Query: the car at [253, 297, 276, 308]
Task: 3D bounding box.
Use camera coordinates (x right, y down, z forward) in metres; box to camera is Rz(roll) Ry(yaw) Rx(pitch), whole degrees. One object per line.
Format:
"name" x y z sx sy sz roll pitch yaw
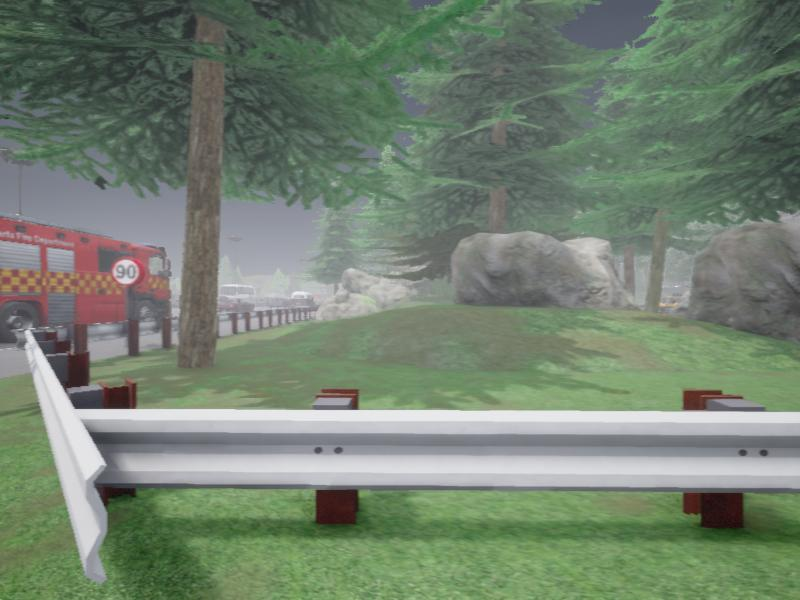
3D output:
"car" -21.587 0.365 63.948 2.242 1.667 4.611 0 0 0

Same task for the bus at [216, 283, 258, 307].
"bus" -31.916 -0.923 79.015 3.944 4.253 10.273 0 0 0

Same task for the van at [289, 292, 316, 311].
"van" -11.151 0.172 46.038 2.069 2.038 4.480 0 -1 0

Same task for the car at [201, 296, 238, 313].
"car" -18.168 0.395 40.439 1.851 1.617 3.988 0 0 0

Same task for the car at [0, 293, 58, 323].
"car" -21.734 0.407 21.682 1.801 1.575 5.366 0 0 0

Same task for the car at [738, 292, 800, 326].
"car" 18.954 0.409 18.800 1.882 1.535 5.008 0 0 0

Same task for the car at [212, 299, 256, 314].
"car" -14.687 0.548 35.682 1.895 1.301 4.718 0 0 0

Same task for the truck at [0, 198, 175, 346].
"truck" -11.608 -0.719 13.475 2.891 3.827 8.468 0 0 4

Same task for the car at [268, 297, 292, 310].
"car" -14.650 0.433 49.046 1.845 1.501 3.633 0 0 0
